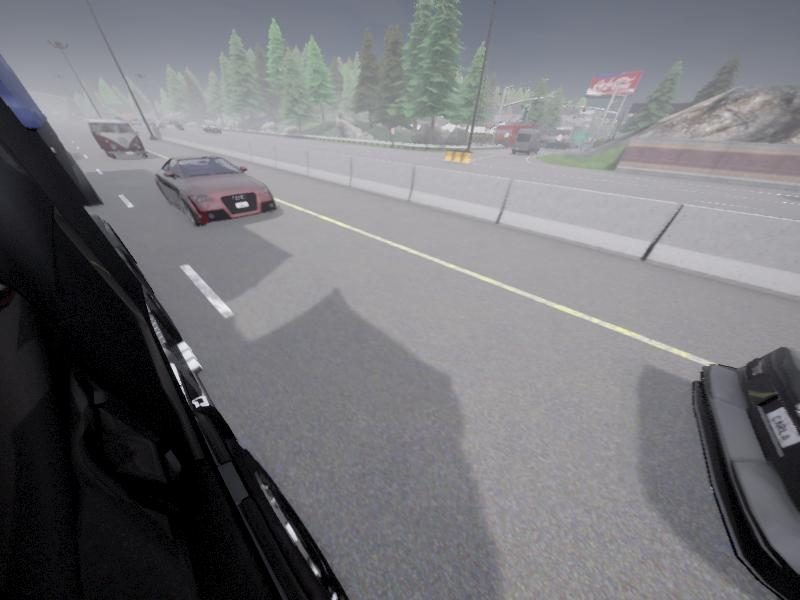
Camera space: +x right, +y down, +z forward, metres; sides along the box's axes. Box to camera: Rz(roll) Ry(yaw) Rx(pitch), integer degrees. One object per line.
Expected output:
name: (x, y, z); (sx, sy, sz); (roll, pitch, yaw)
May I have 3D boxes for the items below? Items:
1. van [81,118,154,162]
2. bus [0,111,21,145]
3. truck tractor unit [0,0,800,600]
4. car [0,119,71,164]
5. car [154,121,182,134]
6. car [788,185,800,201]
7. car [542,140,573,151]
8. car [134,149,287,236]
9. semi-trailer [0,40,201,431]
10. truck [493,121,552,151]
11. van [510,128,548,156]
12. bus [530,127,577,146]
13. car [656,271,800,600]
van: (-17.765, -10.120, 14.523); (4.442, 1.987, 1.775); (28, 43, 30)
bus: (-35.870, -15.291, 18.440); (10.273, 4.253, 3.944); (28, 43, 30)
truck tractor unit: (-2.645, -0.295, 0.351); (6.516, 4.208, 3.053); (28, 44, 30)
car: (-20.707, -8.882, 12.824); (4.553, 1.767, 2.097); (28, 43, 30)
car: (-40.864, -30.382, 40.702); (5.027, 1.651, 2.152); (28, 43, 30)
car: (22.181, -5.201, 10.535); (3.866, 1.878, 1.905); (28, 43, 30)
car: (29.550, -29.061, 43.342); (5.008, 1.535, 1.882); (-12, 39, -20)
car: (-5.479, -3.345, 6.688); (4.181, 1.385, 1.994); (28, 43, 30)
semi-trailer: (-8.703, -3.589, 4.243); (14.254, 4.402, 2.717); (28, 43, 30)
truck: (21.135, -28.893, 40.709); (2.891, 3.827, 8.468); (-17, 40, -25)
van: (16.094, -19.599, 28.709); (1.988, 2.561, 5.915); (28, 43, 30)
bus: (43.902, -47.225, 66.698); (10.273, 4.253, 3.944); (17, 39, 22)
car: (4.371, 1.872, 0.256); (5.357, 1.411, 2.033); (28, 43, 30)
